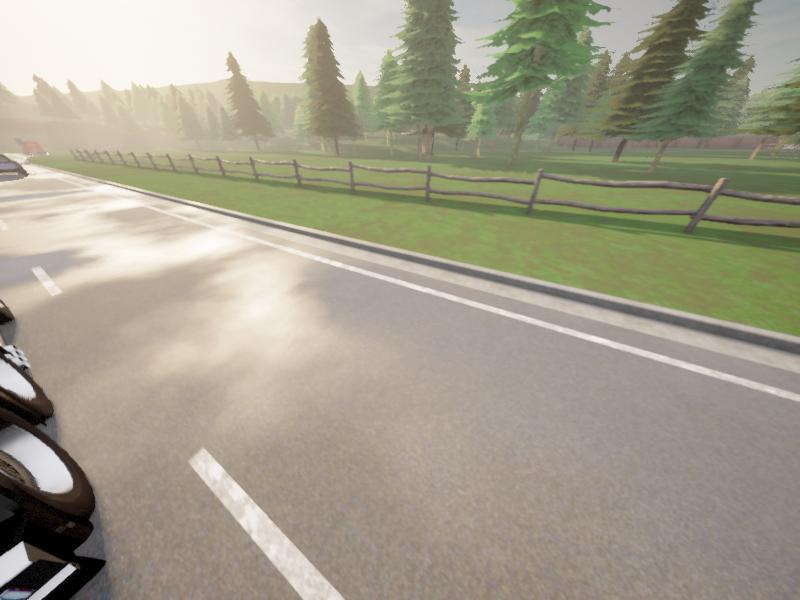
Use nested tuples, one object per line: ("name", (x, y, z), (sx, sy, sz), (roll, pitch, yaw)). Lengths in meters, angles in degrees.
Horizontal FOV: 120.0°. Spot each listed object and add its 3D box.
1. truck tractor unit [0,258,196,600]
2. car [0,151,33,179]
("truck tractor unit", (-5.104, -0.307, 0.801), (6.516, 4.208, 3.053), (19, 39, 25))
("car", (-32.583, -10.998, 18.718), (4.856, 1.649, 2.033), (19, 39, 26))
